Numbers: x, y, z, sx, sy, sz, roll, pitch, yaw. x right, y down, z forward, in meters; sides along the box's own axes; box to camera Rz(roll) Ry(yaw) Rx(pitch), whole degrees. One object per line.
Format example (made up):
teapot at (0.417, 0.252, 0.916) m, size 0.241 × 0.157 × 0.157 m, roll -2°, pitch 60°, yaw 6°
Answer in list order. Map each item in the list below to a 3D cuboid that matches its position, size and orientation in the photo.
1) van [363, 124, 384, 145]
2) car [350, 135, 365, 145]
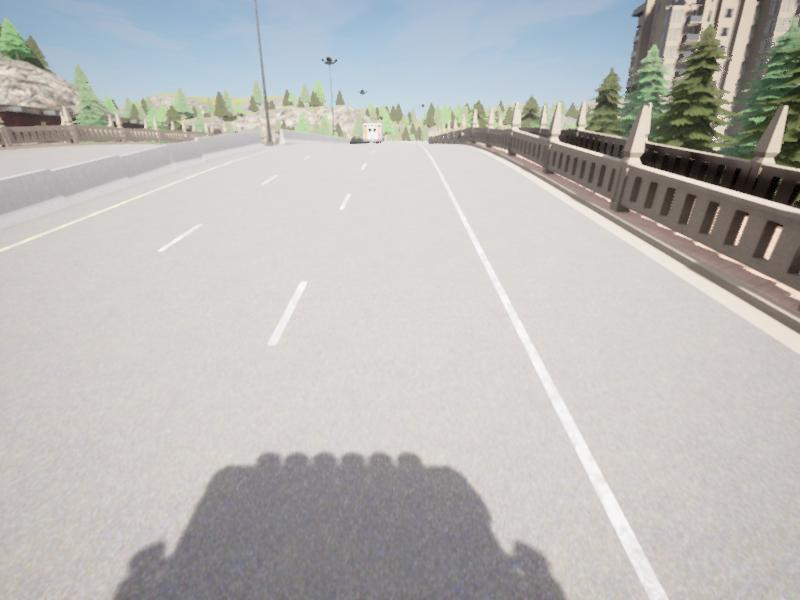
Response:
van at (-3.496, -22.042, 53.343) m, size 2.351 × 2.431 × 6.366 m, roll 0°, pitch 21°, yaw 0°
car at (-6.999, -26.353, 65.941) m, size 1.970 × 1.475 × 3.806 m, roll 0°, pitch 21°, yaw 0°
